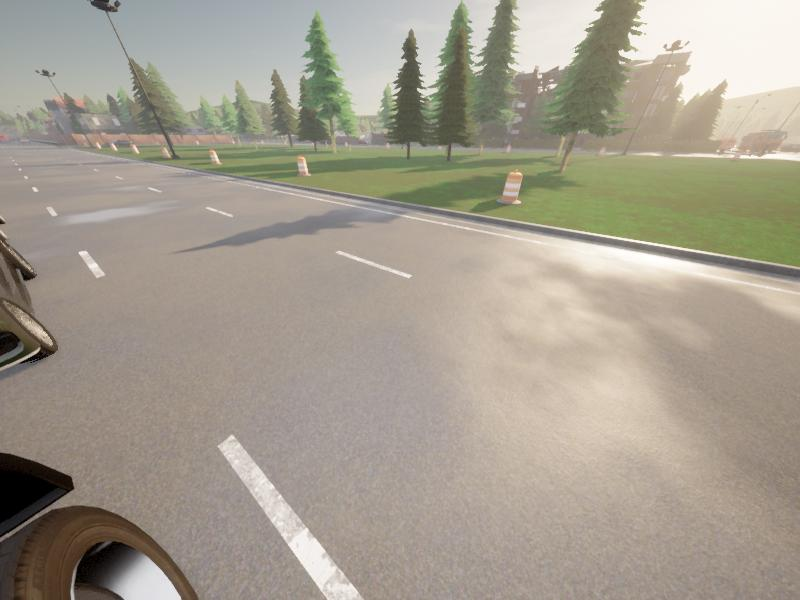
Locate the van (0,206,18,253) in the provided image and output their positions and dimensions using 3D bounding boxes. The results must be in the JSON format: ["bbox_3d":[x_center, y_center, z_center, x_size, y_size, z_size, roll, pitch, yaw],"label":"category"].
[{"bbox_3d":[-11.580,-2.365,5.469,4.442,1.987,1.775,22,41,28],"label":"van"}]

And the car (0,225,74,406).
[{"bbox_3d":[-6.489,-0.147,2.681,5.027,1.651,2.152,22,41,28],"label":"car"}]

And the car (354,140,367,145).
[{"bbox_3d":[-13.433,-53.602,78.576,3.705,1.549,1.789,22,41,28],"label":"car"}]

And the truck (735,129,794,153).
[{"bbox_3d":[75.040,-32.973,47.945,2.891,3.827,8.468,22,40,28],"label":"truck"}]

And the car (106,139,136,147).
[{"bbox_3d":[-74.199,-41.776,61.456,2.007,1.525,4.514,12,37,17],"label":"car"}]

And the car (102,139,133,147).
[{"bbox_3d":[-77.182,-43.015,63.124,2.242,1.667,4.611,13,37,18],"label":"car"}]
